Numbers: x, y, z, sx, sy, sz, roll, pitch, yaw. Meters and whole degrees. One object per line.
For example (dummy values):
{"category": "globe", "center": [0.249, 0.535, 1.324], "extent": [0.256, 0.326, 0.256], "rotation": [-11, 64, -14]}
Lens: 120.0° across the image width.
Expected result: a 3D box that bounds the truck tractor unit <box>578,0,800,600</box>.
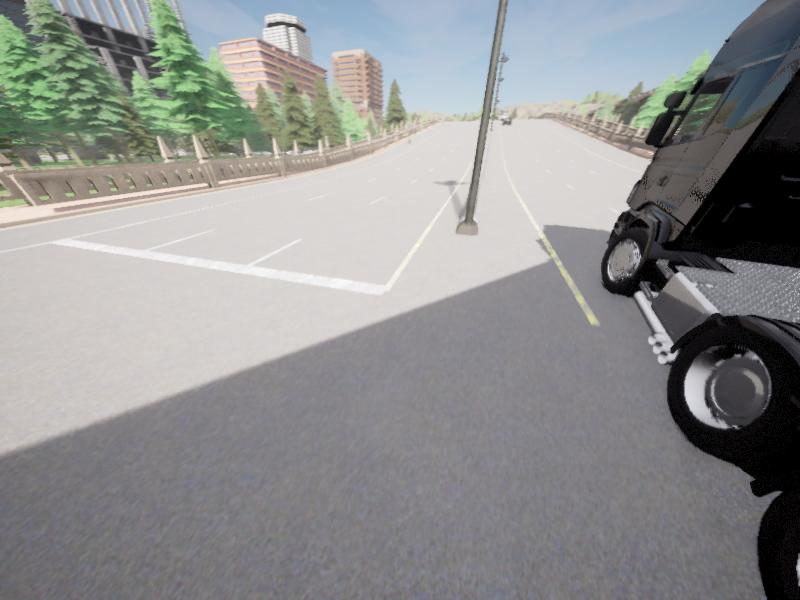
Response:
{"category": "truck tractor unit", "center": [4.288, -0.724, 1.448], "extent": [3.053, 4.208, 6.516], "rotation": [15, 37, 21]}
